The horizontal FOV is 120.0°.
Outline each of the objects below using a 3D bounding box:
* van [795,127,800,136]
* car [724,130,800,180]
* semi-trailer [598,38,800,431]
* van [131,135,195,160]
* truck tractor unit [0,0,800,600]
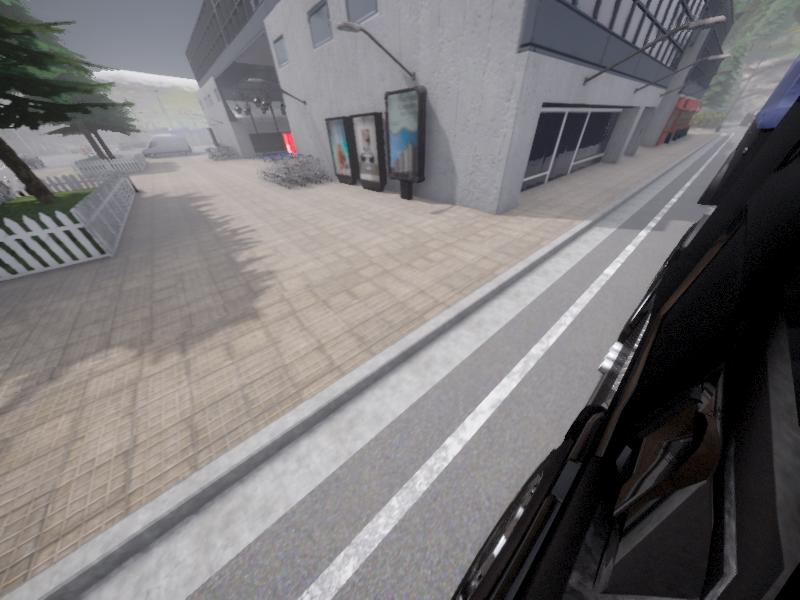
[{"bbox_3d":[40.809,-17.101,22.141,4.480,2.038,2.069,-28,44,-30],"label":"van"},{"bbox_3d":[16.297,-6.441,10.060,4.181,1.385,1.994,-29,44,-30],"label":"car"},{"bbox_3d":[8.701,-3.605,4.221,14.254,4.402,2.717,-28,44,-30],"label":"semi-trailer"},{"bbox_3d":[-34.769,-22.623,34.162,5.915,2.561,1.988,-29,44,-31],"label":"van"},{"bbox_3d":[2.645,-0.295,0.351,6.516,4.208,3.053,-28,44,-30],"label":"truck tractor unit"}]
